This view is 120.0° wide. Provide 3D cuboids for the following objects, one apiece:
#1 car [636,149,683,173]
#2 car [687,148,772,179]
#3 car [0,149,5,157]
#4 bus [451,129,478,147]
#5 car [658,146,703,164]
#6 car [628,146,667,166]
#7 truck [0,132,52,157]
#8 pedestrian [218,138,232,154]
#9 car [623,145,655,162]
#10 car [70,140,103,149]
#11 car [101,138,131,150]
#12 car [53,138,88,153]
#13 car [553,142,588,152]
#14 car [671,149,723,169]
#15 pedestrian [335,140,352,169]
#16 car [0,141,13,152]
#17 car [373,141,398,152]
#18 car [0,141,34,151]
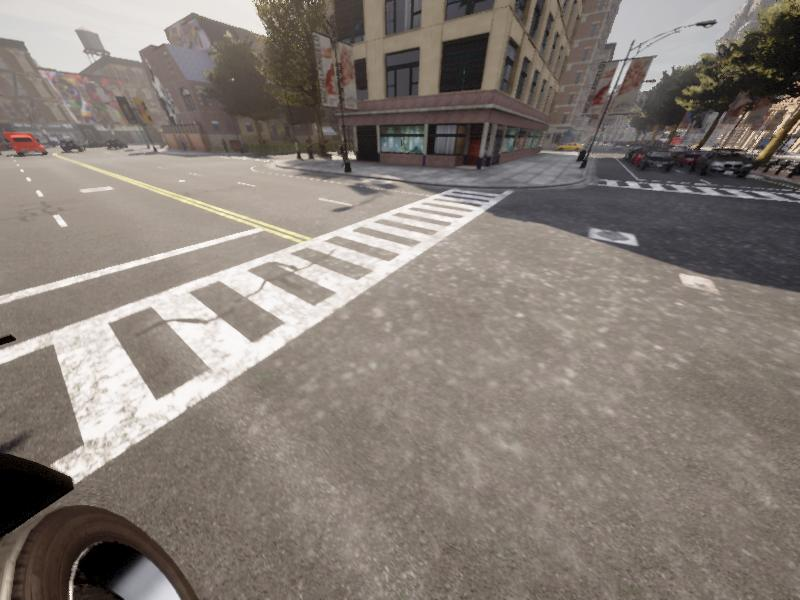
[{"bbox_3d":[22.706,-12.395,20.429,1.812,1.442,4.674,22,41,28],"label":"car"},{"bbox_3d":[24.478,-10.457,17.500,2.242,1.667,4.611,22,41,28],"label":"car"},{"bbox_3d":[-52.659,-19.066,29.262,3.806,1.475,1.970,25,42,31],"label":"car"},{"bbox_3d":[20.020,-49.894,71.134,3.944,4.253,10.273,22,41,28],"label":"bus"},{"bbox_3d":[32.411,-16.943,26.904,2.128,1.511,4.902,22,41,28],"label":"car"},{"bbox_3d":[26.463,-15.576,24.900,2.007,1.525,4.514,22,41,28],"label":"car"},{"bbox_3d":[-49.004,-20.386,30.228,5.204,2.467,2.627,23,41,28],"label":"truck"},{"bbox_3d":[-24.864,-21.905,32.821,0.751,1.860,0.751,7,36,9],"label":"pedestrian"},{"bbox_3d":[30.172,-18.653,29.324,1.837,1.490,4.892,22,40,27],"label":"car"},{"bbox_3d":[-65.144,-32.475,48.108,2.007,1.525,4.514,-13,37,-18],"label":"car"},{"bbox_3d":[-56.051,-30.945,45.653,1.932,1.855,4.605,-17,39,-22],"label":"car"},{"bbox_3d":[-53.129,-25.115,37.414,1.932,1.855,4.605,-25,42,-31],"label":"car"},{"bbox_3d":[35.570,-32.144,48.424,5.366,1.575,1.801,10,36,13],"label":"car"},{"bbox_3d":[28.606,-13.746,22.462,1.994,1.385,4.181,22,41,27],"label":"car"},{"bbox_3d":[-4.401,-11.402,18.113,0.751,1.860,0.751,26,43,32],"label":"pedestrian"},{"bbox_3d":[-65.173,-24.483,36.775,2.002,1.452,4.674,-22,41,-28],"label":"car"},{"bbox_3d":[-2.702,-29.902,44.852,1.930,1.638,5.238,22,41,28],"label":"car"},{"bbox_3d":[-68.276,-27.212,40.747,1.895,1.301,4.718,-15,38,-21],"label":"car"}]
